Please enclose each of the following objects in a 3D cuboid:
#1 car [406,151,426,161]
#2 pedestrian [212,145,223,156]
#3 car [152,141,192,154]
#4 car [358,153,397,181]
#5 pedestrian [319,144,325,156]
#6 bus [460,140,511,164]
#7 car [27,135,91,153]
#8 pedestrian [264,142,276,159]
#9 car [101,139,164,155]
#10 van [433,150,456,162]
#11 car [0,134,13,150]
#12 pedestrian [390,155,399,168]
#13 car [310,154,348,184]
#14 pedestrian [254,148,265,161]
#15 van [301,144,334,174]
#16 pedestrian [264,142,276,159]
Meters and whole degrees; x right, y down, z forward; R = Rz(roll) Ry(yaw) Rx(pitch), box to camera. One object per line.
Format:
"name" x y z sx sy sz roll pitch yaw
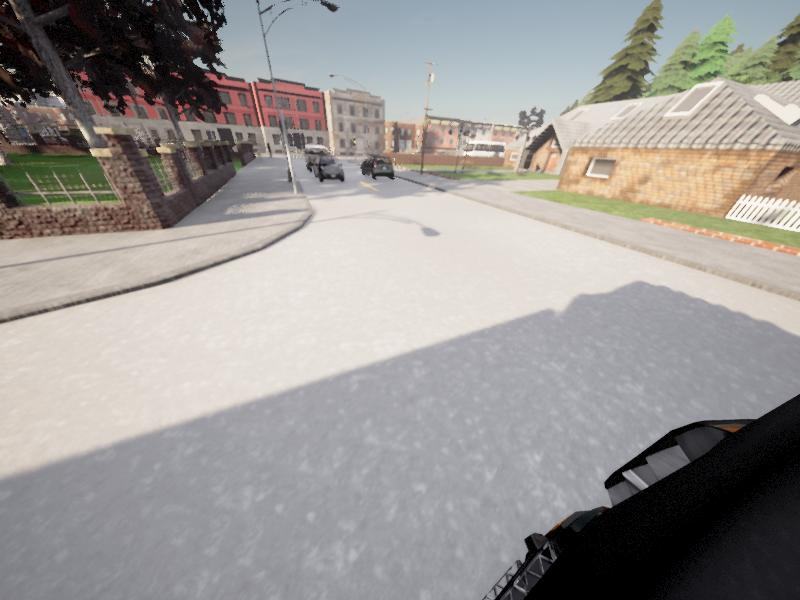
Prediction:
"car" 3.313 -30.344 48.699 3.633 1.501 1.845 -12 36 -21
"pedestrian" -24.809 -20.303 31.375 0.751 1.300 0.751 -21 40 -32
"car" -33.820 -22.763 34.440 3.633 1.501 1.845 -11 36 -20
"car" -1.900 -10.769 18.646 1.851 1.617 3.988 -12 36 -21
"pedestrian" -15.291 -29.369 45.289 0.751 1.860 0.751 -14 37 -24
"bus" 19.986 -34.704 54.237 10.273 4.253 3.944 -11 36 -20
"car" -41.111 -18.900 28.026 3.705 1.549 1.789 -12 36 -21
"pedestrian" -17.680 -20.287 31.382 0.751 1.860 0.751 -1 34 -5
"car" -34.936 -20.132 30.408 4.892 1.490 1.837 -12 36 -21
"van" 9.799 -31.855 51.059 4.442 1.987 1.775 -11 36 -20
"car" -47.708 -17.545 25.505 4.514 1.525 2.007 -11 36 -21
"pedestrian" -0.643 -16.203 26.985 0.751 1.300 0.751 -11 36 -20
"car" -5.019 -9.259 16.198 1.845 1.501 3.633 -11 36 -21
"pedestrian" -16.540 -17.088 27.140 0.751 1.300 0.751 -11 36 -20
"van" -7.460 -12.704 20.757 2.069 2.038 4.480 -11 36 -20
"pedestrian" -17.922 -20.614 31.857 0.751 1.860 0.751 2 33 -2
